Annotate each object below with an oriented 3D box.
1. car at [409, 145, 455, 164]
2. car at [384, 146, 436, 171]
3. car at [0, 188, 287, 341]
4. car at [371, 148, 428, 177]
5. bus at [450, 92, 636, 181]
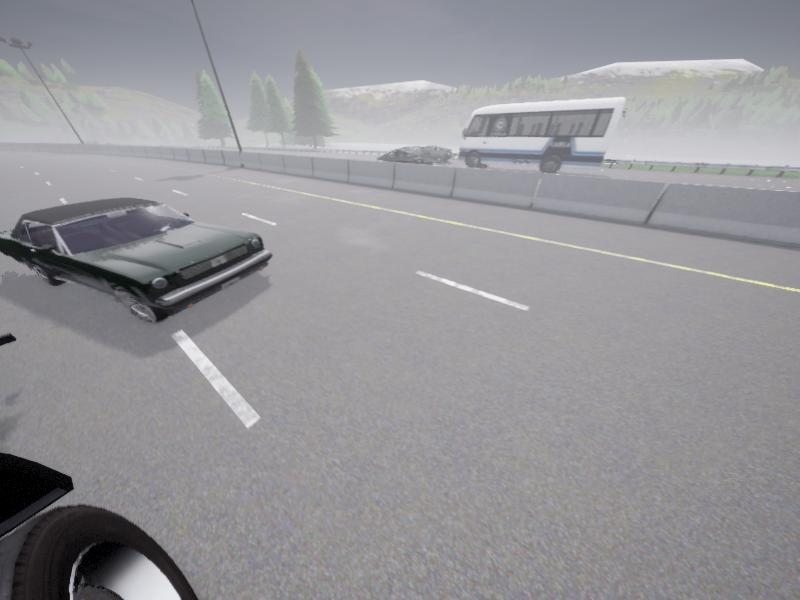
[{"bbox_3d":[3.465,-16.070,25.378,4.514,1.525,2.007,23,41,28],"label":"car"},{"bbox_3d":[0.782,-12.254,19.881,3.988,1.617,1.851,23,41,28],"label":"car"},{"bbox_3d":[-4.761,-0.982,4.137,4.718,1.301,1.895,13,37,17],"label":"car"},{"bbox_3d":[-0.069,-10.097,16.865,3.705,1.549,1.789,23,41,28],"label":"car"},{"bbox_3d":[9.616,-12.028,17.334,10.273,4.253,3.944,23,41,28],"label":"bus"}]
